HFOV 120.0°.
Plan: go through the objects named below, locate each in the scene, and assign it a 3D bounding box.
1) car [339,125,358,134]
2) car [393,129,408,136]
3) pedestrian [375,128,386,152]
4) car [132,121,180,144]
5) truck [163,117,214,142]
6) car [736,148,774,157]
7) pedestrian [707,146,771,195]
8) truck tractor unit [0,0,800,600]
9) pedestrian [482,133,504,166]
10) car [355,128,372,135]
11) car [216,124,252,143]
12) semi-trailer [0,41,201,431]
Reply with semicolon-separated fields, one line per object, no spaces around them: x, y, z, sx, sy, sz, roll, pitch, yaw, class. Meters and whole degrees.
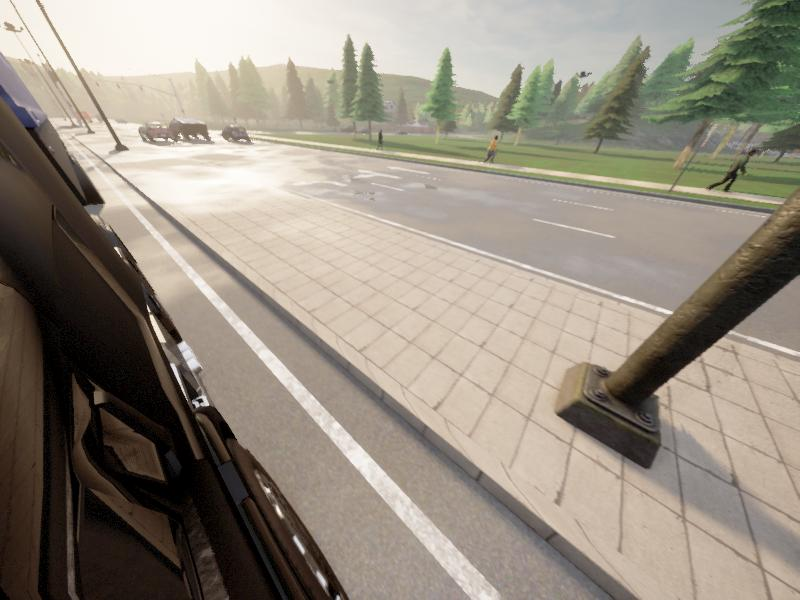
-15.663;-52.241;70.645;2.150;2.045;5.566;28;44;30;car
0.162;-53.025;73.148;2.128;1.511;4.902;28;44;30;car
-1.854;-15.372;22.180;0.751;1.860;0.751;28;44;30;pedestrian
-25.459;-17.525;24.109;5.027;1.651;2.152;28;44;30;car
-25.068;-20.239;27.354;6.274;2.098;2.390;28;43;30;truck
71.201;-29.631;46.386;4.718;1.301;1.895;-2;37;-6;car
15.649;-6.005;10.753;0.751;1.860;0.751;29;44;31;pedestrian
-2.645;-0.295;0.352;6.516;4.208;3.053;28;44;30;truck tractor unit
6.676;-10.829;16.641;0.751;1.860;0.751;29;44;31;pedestrian
-10.525;-49.027;67.118;1.837;1.490;4.892;28;44;30;car
-20.008;-20.105;27.893;3.988;1.617;1.851;28;44;30;car
-8.686;-3.611;4.244;14.254;4.402;2.717;28;44;30;semi-trailer
